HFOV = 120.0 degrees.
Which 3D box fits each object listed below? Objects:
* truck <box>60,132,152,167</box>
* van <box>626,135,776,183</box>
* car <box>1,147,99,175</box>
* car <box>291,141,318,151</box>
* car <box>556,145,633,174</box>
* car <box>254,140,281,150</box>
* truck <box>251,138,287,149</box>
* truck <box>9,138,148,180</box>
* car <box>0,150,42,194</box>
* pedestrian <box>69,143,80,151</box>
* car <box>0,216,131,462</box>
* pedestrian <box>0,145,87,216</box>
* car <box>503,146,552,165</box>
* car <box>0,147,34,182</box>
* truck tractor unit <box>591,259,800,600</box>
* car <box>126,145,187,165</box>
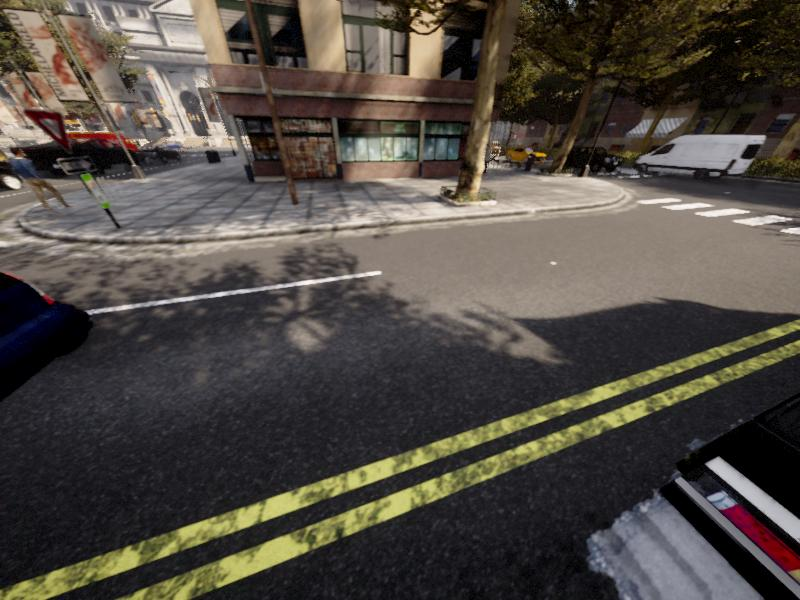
[{"bbox_3d":[-27.598,-14.506,22.153,2.627,2.467,5.204,-9,36,-13],"label":"truck"},{"bbox_3d":[21.100,-10.465,16.883,1.988,2.561,5.915,-9,36,-13],"label":"van"},{"bbox_3d":[-25.804,-10.491,17.321,1.970,1.475,3.806,-9,36,-13],"label":"car"},{"bbox_3d":[-18.614,-30.273,45.390,4.611,1.667,2.242,-9,36,-13],"label":"car"},{"bbox_3d":[16.436,-12.245,19.940,1.932,1.855,4.605,-9,36,-13],"label":"car"},{"bbox_3d":[-28.003,-32.845,48.944,4.611,1.667,2.242,-12,37,-17],"label":"car"},{"bbox_3d":[-29.169,-35.064,51.716,6.274,2.098,2.390,-9,36,-13],"label":"truck"},{"bbox_3d":[-21.920,-10.236,16.461,2.390,2.098,6.274,-9,36,-13],"label":"truck"},{"bbox_3d":[-19.505,-5.190,9.703,1.930,1.638,5.238,-9,36,-13],"label":"car"},{"bbox_3d":[-58.150,-27.339,41.226,0.500,1.100,0.500,-9,36,-14],"label":"pedestrian"},{"bbox_3d":[-5.496,0.596,1.653,3.988,1.617,1.851,-7,36,-11],"label":"car"},{"bbox_3d":[-11.153,-3.664,7.126,0.751,1.860,0.751,-5,35,-7],"label":"pedestrian"},{"bbox_3d":[14.246,-16.483,26.243,1.882,1.535,5.008,-9,36,-13],"label":"car"},{"bbox_3d":[-24.068,-7.064,12.319,1.930,1.638,5.238,-9,36,-13],"label":"car"},{"bbox_3d":[5.282,-0.077,0.471,6.516,4.208,3.053,-10,36,-14],"label":"truck tractor unit"},{"bbox_3d":[-24.300,-14.778,23.411,2.128,1.511,4.902,-9,36,-13],"label":"car"}]
